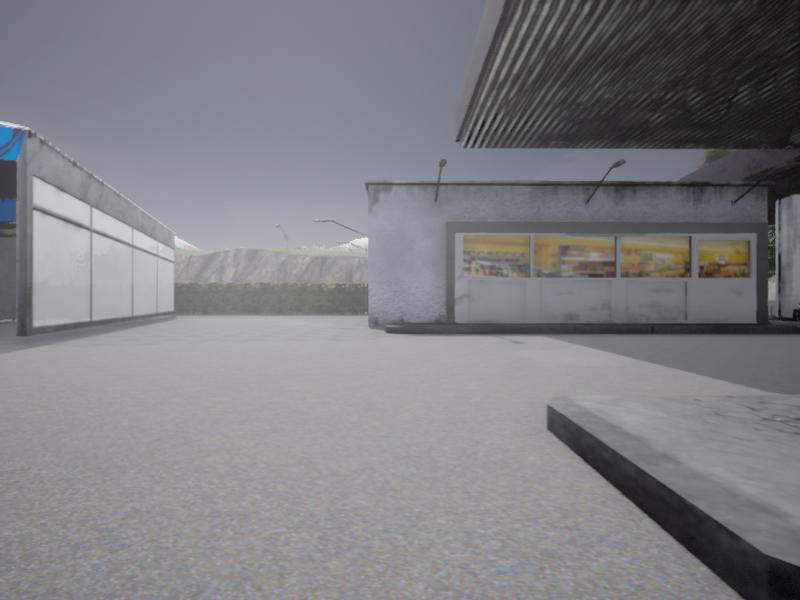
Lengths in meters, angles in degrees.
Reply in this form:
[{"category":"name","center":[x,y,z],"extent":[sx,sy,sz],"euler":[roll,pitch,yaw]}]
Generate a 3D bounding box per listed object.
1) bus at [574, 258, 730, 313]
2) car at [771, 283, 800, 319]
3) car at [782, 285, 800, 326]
[{"category":"bus","center":[20.289,-1.119,32.775],"extent":[10.273,4.253,3.944],"euler":[0,0,0]},{"category":"car","center":[22.870,0.074,21.615],"extent":[3.866,1.878,1.905],"euler":[0,0,-1]},{"category":"car","center":[18.567,0.238,15.927],"extent":[4.611,1.667,2.242],"euler":[0,0,-1]}]
